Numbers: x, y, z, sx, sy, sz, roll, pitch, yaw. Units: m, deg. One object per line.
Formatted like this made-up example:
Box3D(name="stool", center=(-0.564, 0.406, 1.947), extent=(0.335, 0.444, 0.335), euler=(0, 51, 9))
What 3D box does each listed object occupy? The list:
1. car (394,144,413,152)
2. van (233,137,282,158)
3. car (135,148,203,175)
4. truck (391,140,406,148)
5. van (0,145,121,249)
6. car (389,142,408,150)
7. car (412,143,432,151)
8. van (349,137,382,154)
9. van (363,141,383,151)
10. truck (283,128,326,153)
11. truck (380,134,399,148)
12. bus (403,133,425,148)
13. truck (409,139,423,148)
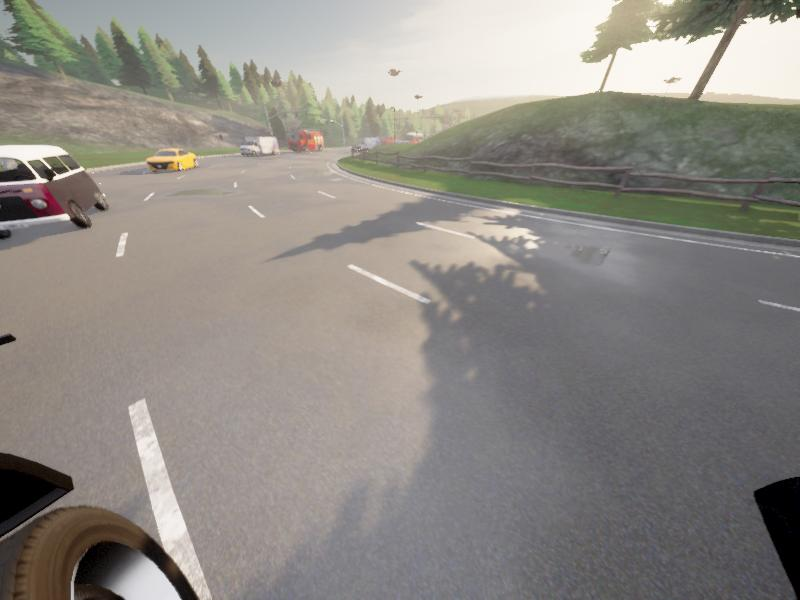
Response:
Box3D(name="car", center=(0.778, -35.416, 53.846), extent=(4.181, 1.385, 1.994), euler=(9, 35, 11))
Box3D(name="van", center=(-21.257, -23.197, 34.961), extent=(2.351, 2.431, 6.366), euler=(8, 35, 11))
Box3D(name="car", center=(-18.454, -11.424, 18.819), extent=(1.882, 1.535, 5.008), euler=(-10, 36, -14))
Box3D(name="truck", center=(-0.338, -50.790, 75.340), extent=(2.390, 2.098, 6.274), euler=(15, 37, 19))
Box3D(name="van", center=(-10.713, -3.263, 6.741), extent=(2.069, 2.038, 4.480), euler=(-23, 41, -30))
Box3D(name="car", center=(-0.405, -41.773, 62.765), extent=(5.027, 1.651, 2.152), euler=(4, 35, 4))
Box3D(name="car", center=(5.815, -40.964, 61.821), extent=(4.792, 1.488, 2.163), euler=(14, 37, 18))
Box3D(name="van", center=(-7.074, -32.038, 47.932), extent=(2.351, 2.431, 6.366), euler=(20, 39, 39))
Box3D(name="van", center=(-6.411, -37.084, 55.596), extent=(4.442, 1.987, 1.775), euler=(-12, 36, -17))
Box3D(name="truck", center=(-18.718, -31.768, 46.129), extent=(2.891, 3.827, 8.468), euler=(10, 36, 14))
Box3D(name="truck", center=(-3.736, -56.585, 82.128), extent=(2.891, 3.827, 8.468), euler=(16, 38, 22))
Box3D(name="bus", center=(5.267, -57.842, 83.699), extent=(3.944, 4.253, 10.273), euler=(17, 38, 22))
Box3D(name="truck", center=(5.400, -52.993, 78.289), extent=(2.627, 2.467, 5.204), euler=(16, 38, 21))
